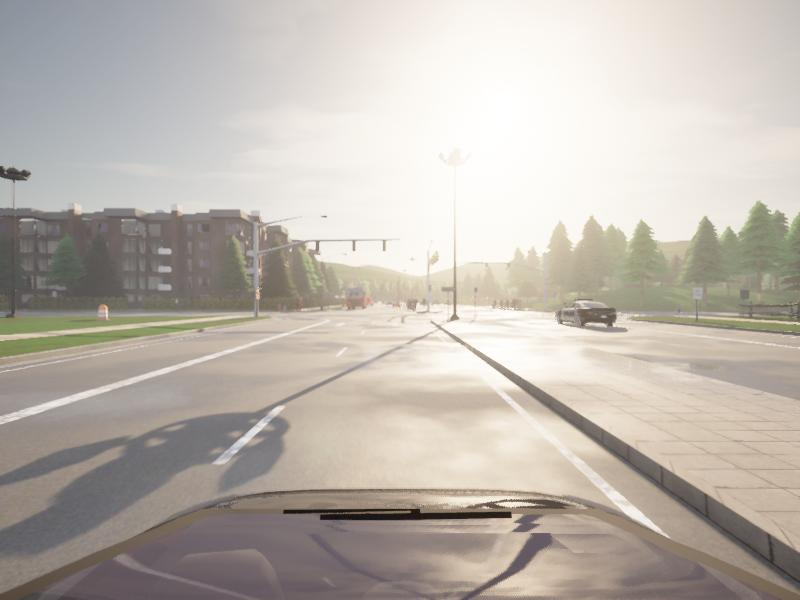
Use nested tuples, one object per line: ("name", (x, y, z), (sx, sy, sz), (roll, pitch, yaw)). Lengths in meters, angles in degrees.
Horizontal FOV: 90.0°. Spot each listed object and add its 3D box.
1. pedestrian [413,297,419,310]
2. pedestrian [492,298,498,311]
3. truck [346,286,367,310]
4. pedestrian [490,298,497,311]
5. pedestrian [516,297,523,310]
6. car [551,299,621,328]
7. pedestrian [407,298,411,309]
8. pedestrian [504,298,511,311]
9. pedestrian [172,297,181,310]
("pedestrian", (2.327, 0.462, 57.180), (0.751, 1.860, 0.751), (0, 0, -3))
("pedestrian", (13.723, 0.626, 57.775), (0.751, 1.860, 0.751), (0, 0, -8))
("truck", (-7.371, -0.347, 69.353), (2.891, 3.827, 8.468), (0, 0, -1))
("pedestrian", (13.669, 0.614, 58.678), (0.751, 1.860, 0.751), (0, 0, -25))
("pedestrian", (17.451, 0.489, 58.483), (0.751, 1.860, 0.751), (0, 0, -22))
("car", (11.431, 0.761, 25.031), (1.930, 1.638, 5.238), (0, 0, 0))
("pedestrian", (1.558, 0.610, 70.340), (0.751, 1.860, 0.751), (0, 0, -3))
("pedestrian", (15.545, 0.615, 58.073), (0.751, 1.860, 0.751), (0, 0, -8))
("pedestrian", (-31.230, 0.463, 55.922), (0.751, 1.860, 0.751), (0, 0, 10))
